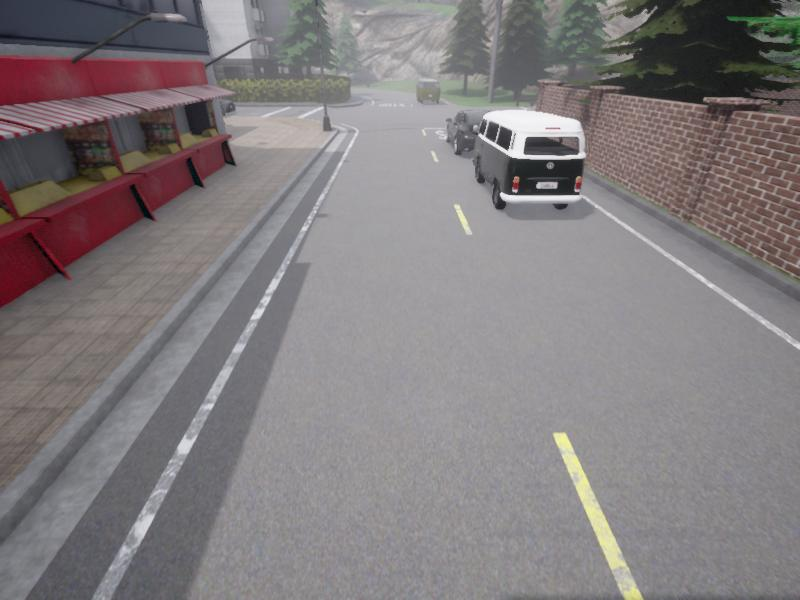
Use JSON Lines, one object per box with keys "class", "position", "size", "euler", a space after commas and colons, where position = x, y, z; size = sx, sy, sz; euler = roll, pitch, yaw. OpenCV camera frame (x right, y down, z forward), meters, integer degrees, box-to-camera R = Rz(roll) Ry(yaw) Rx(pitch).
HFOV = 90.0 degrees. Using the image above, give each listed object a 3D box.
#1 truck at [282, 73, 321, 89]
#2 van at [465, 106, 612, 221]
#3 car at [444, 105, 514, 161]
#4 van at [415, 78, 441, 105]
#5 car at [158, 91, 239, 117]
{"class": "truck", "position": [-15.756, -35.176, 64.043], "size": [6.274, 2.098, 2.390], "euler": [22, 37, 33]}
{"class": "van", "position": [3.155, -3.774, 10.420], "size": [2.069, 2.038, 4.480], "euler": [0, 29, -1]}
{"class": "car", "position": [3.067, -7.058, 16.589], "size": [1.837, 1.490, 4.892], "euler": [0, 30, -1]}
{"class": "van", "position": [2.559, -19.678, 37.676], "size": [1.775, 1.987, 4.442], "euler": [-2, 30, -4]}
{"class": "car", "position": [-13.234, -12.999, 26.510], "size": [4.181, 1.385, 1.994], "euler": [-1, 30, -1]}
